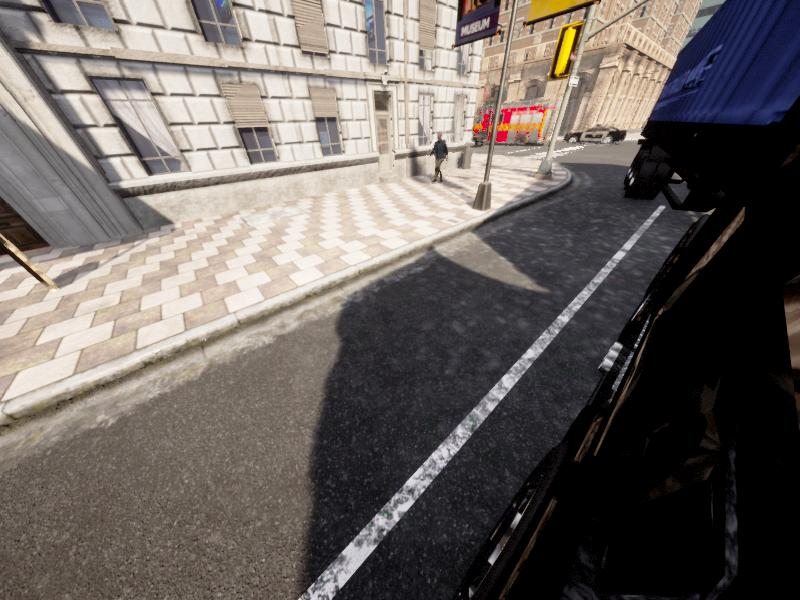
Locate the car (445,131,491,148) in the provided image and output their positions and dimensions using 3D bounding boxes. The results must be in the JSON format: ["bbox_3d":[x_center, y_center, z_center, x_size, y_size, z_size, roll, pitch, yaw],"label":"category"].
[{"bbox_3d":[7.867,-18.937,27.195,1.837,1.490,4.892,-29,44,-30],"label":"car"}]

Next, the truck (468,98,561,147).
[{"bbox_3d":[12.505,-19.974,26.341,2.891,3.827,8.468,-29,44,-31],"label":"truck"}]

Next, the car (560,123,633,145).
[{"bbox_3d":[20.220,-17.225,24.006,1.930,1.638,5.238,-29,44,-31],"label":"car"}]

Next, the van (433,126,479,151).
[{"bbox_3d":[5.824,-17.275,24.694,1.775,1.987,4.442,-29,44,-30],"label":"van"}]

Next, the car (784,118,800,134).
[{"bbox_3d":[43.619,-18.672,24.752,4.718,1.301,1.895,-29,44,-30],"label":"car"}]

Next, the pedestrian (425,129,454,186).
[{"bbox_3d":[1.588,-5.786,9.424,0.751,1.860,0.751,27,46,34],"label":"pedestrian"}]

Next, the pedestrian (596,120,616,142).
[{"bbox_3d":[22.406,-18.388,25.199,0.751,1.860,0.751,-18,39,-19],"label":"pedestrian"}]

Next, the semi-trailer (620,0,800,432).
[{"bbox_3d":[7.689,-4.149,5.011,2.717,4.402,14.254,23,44,30],"label":"semi-trailer"}]

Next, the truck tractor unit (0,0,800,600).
[{"bbox_3d":[2.645,-0.295,0.351,6.516,4.208,3.053,-28,44,-30],"label":"truck tractor unit"}]

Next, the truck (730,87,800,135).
[{"bbox_3d":[41.743,-21.455,26.476,8.468,3.827,2.891,-29,44,-30],"label":"truck"}]
